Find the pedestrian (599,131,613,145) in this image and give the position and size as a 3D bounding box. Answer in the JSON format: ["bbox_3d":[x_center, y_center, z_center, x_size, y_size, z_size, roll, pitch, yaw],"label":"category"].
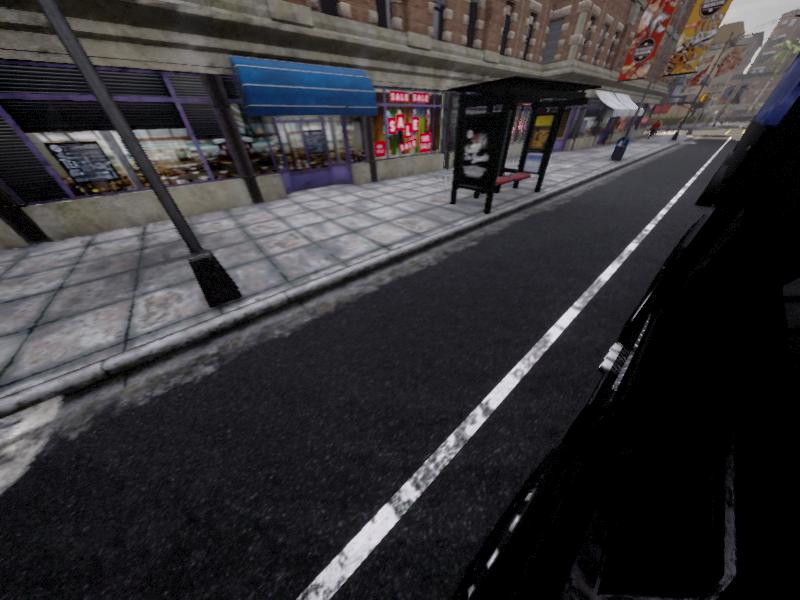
[{"bbox_3d":[19.598,-15.414,21.955,0.500,1.100,0.500,-28,44,-30],"label":"pedestrian"}]

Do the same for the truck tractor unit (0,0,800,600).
[{"bbox_3d":[2.645,-0.295,0.351,6.516,4.208,3.053,-28,44,-30],"label":"truck tractor unit"}]

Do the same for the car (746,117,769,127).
[{"bbox_3d":[71.468,-35.569,46.201,5.357,1.411,2.033,-28,44,-30],"label":"car"}]

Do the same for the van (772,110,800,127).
[{"bbox_3d":[74.054,-34.618,43.937,6.366,2.431,2.351,-28,44,-30],"label":"van"}]

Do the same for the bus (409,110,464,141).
[{"bbox_3d":[6.754,-32.422,42.971,10.273,4.253,3.944,-28,44,-30],"label":"bus"}]

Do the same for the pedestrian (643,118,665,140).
[{"bbox_3d":[27.601,-18.564,25.108,0.751,1.860,0.751,-22,41,-25],"label":"pedestrian"}]

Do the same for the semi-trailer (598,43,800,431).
[{"bbox_3d":[8.703,-3.579,4.255,14.254,4.402,2.717,-28,44,-30],"label":"semi-trailer"}]
